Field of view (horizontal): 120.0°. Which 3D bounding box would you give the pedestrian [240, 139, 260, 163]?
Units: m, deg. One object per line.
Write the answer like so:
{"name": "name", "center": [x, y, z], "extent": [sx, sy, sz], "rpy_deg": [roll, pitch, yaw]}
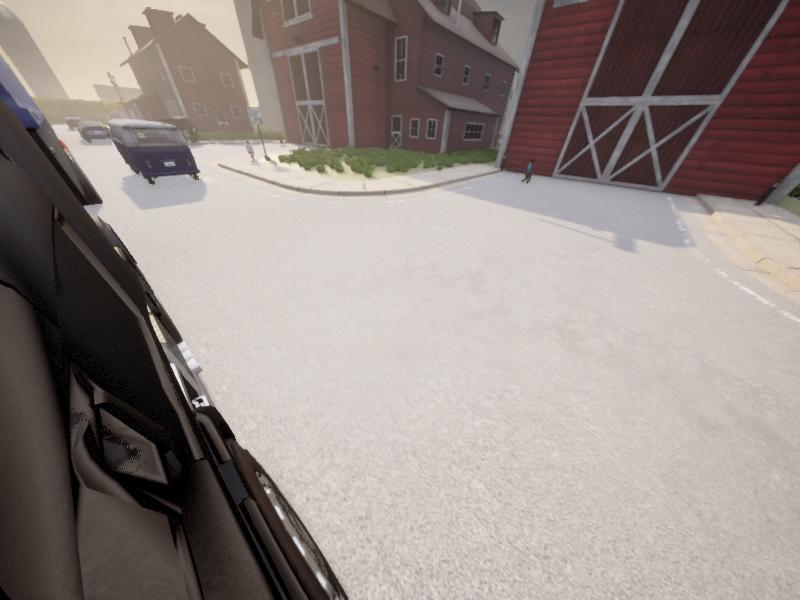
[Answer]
{"name": "pedestrian", "center": [-8.695, -8.645, 13.383], "extent": [0.500, 1.100, 0.500], "rpy_deg": [25, 42, 27]}

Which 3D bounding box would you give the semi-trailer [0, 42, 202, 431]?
{"name": "semi-trailer", "center": [-8.698, -3.613, 4.217], "extent": [14.254, 4.402, 2.717], "rpy_deg": [28, 44, 30]}

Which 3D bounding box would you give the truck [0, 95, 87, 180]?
{"name": "truck", "center": [-16.121, -6.788, 9.584], "extent": [5.204, 2.467, 2.627], "rpy_deg": [27, 43, 30]}

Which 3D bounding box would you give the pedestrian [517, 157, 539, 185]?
{"name": "pedestrian", "center": [6.285, -6.342, 11.372], "extent": [0.500, 1.100, 0.500], "rpy_deg": [28, 44, 29]}

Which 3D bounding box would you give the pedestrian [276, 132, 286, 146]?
{"name": "pedestrian", "center": [-11.729, -15.815, 22.736], "extent": [0.500, 1.100, 0.500], "rpy_deg": [27, 43, 29]}

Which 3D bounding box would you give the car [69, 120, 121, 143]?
{"name": "car", "center": [-28.102, -15.565, 21.278], "extent": [4.792, 1.488, 2.163], "rpy_deg": [28, 44, 30]}

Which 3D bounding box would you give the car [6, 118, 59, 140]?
{"name": "car", "center": [-33.043, -15.426, 20.858], "extent": [4.181, 1.385, 1.994], "rpy_deg": [28, 44, 30]}

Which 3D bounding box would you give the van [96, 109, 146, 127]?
{"name": "van", "center": [-56.959, -37.215, 47.336], "extent": [1.988, 2.561, 5.915], "rpy_deg": [29, 44, 30]}

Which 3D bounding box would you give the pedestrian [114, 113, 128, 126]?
{"name": "pedestrian", "center": [-51.938, -33.514, 43.011], "extent": [0.751, 1.860, 0.751], "rpy_deg": [27, 43, 28]}

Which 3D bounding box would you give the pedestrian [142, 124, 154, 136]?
{"name": "pedestrian", "center": [-28.847, -19.476, 26.458], "extent": [0.500, 1.100, 0.500], "rpy_deg": [-24, 44, -31]}

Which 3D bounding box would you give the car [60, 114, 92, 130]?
{"name": "car", "center": [-46.598, -25.552, 33.206], "extent": [5.238, 1.638, 1.930], "rpy_deg": [28, 44, 30]}

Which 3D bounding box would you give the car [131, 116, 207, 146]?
{"name": "car", "center": [-19.829, -14.690, 20.060], "extent": [3.866, 1.878, 1.905], "rpy_deg": [-1, 43, -2]}

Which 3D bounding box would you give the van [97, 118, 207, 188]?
{"name": "van", "center": [-10.341, -6.246, 9.636], "extent": [4.442, 1.987, 1.775], "rpy_deg": [28, 44, 30]}

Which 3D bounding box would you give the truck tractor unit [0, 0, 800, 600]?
{"name": "truck tractor unit", "center": [-2.645, -0.295, 0.351], "extent": [6.516, 4.208, 3.053], "rpy_deg": [28, 44, 30]}
